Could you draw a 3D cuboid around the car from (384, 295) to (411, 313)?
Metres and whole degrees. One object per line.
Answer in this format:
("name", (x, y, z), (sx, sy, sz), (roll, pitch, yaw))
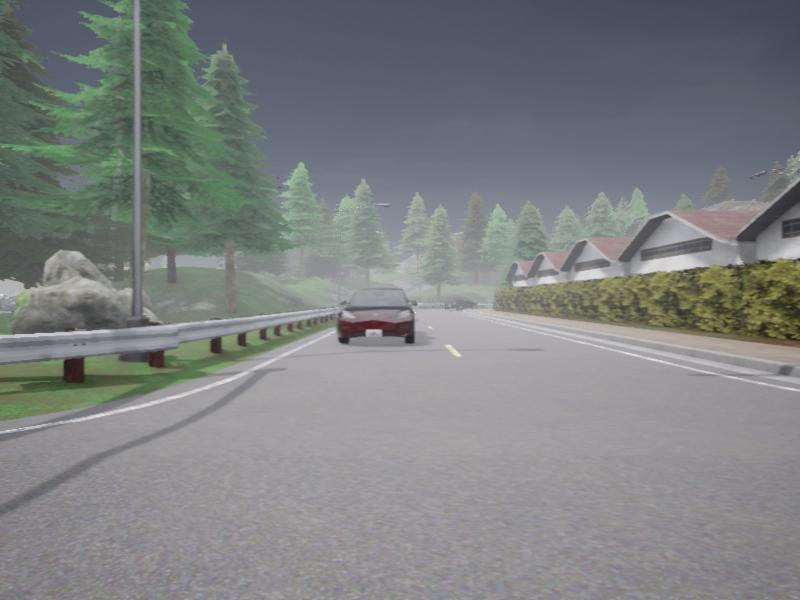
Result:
("car", (-0.170, 0.335, 36.712), (1.801, 1.575, 5.366), (0, 0, 7))

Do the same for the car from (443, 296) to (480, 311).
("car", (6.614, 0.367, 43.042), (1.816, 1.474, 4.193), (-1, 0, 44))

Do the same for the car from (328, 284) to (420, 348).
("car", (-0.588, 0.375, 11.784), (2.163, 1.488, 4.792), (0, 0, 1))

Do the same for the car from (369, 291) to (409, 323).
("car", (-0.507, 0.352, 21.634), (1.882, 1.535, 5.008), (0, 0, 1))
